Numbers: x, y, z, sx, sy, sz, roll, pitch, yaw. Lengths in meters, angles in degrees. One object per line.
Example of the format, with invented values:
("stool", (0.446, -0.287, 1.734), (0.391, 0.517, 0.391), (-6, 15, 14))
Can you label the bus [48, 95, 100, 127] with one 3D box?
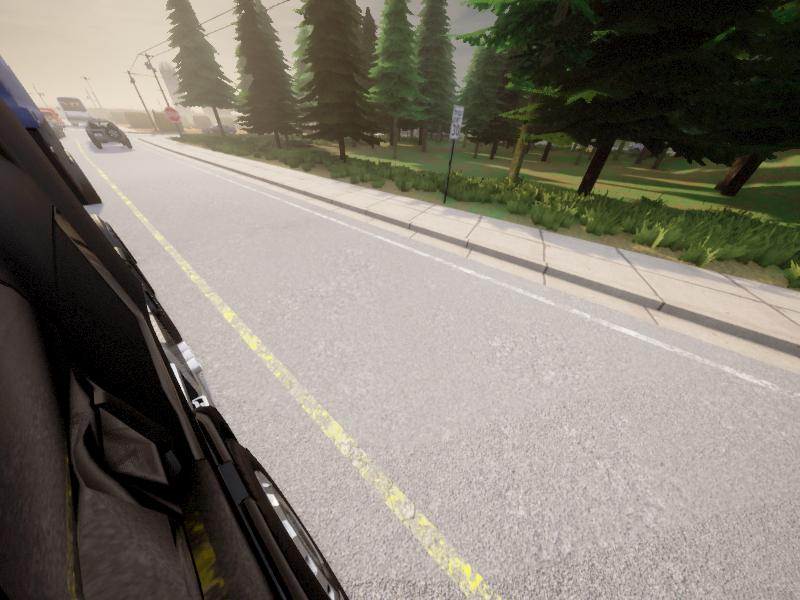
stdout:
("bus", (-62.563, -36.168, 44.446), (10.273, 4.253, 3.944), (29, 44, 31))

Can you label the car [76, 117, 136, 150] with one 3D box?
("car", (-22.797, -12.924, 17.890), (4.605, 1.855, 1.932), (29, 44, 31))

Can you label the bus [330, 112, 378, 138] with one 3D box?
("bus", (-10.073, -39.359, 52.088), (3.944, 4.253, 10.273), (27, 43, 29))

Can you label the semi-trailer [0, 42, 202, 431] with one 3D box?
("semi-trailer", (-8.703, -3.604, 4.220), (14.254, 4.402, 2.717), (28, 44, 30))

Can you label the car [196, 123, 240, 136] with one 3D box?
("car", (-29.455, -27.684, 37.553), (2.128, 1.511, 4.902), (27, 43, 29))

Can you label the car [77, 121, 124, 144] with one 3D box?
("car", (-27.667, -15.546, 21.379), (4.514, 1.525, 2.007), (31, 45, 33))

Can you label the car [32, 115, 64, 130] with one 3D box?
("car", (-50.047, -25.309, 32.945), (3.988, 1.617, 1.851), (29, 44, 31))

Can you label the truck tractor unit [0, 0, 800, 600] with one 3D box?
("truck tractor unit", (-2.645, -0.295, 0.351), (6.516, 4.208, 3.053), (28, 44, 30))
